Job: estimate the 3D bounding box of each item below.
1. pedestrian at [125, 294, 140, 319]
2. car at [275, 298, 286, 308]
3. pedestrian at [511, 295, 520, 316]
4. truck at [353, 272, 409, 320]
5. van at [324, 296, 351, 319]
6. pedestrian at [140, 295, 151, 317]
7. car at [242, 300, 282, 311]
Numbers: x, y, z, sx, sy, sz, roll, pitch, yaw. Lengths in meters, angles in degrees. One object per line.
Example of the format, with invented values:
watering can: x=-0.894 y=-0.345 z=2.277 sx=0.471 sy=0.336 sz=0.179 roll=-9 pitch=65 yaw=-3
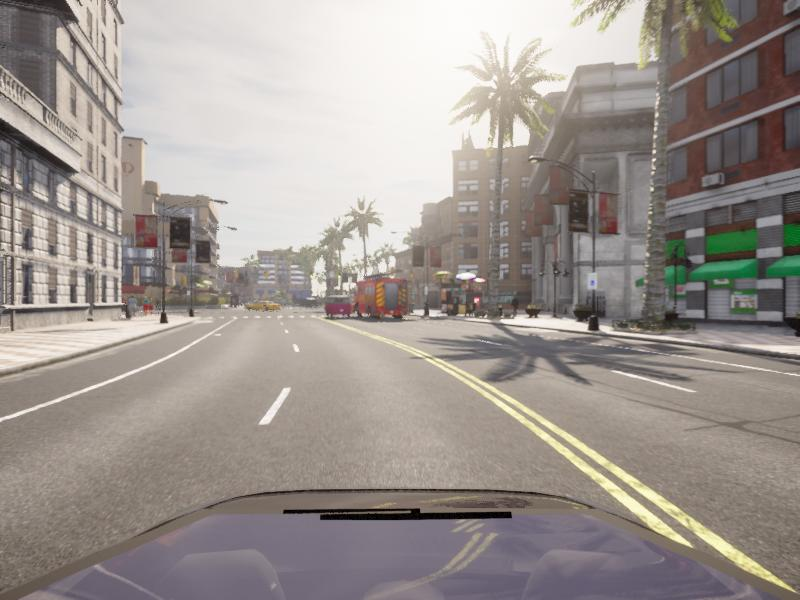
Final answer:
pedestrian: x=-20.163 y=0.502 z=30.151 sx=0.751 sy=1.860 sz=0.751 roll=0 pitch=0 yaw=-21
car: x=-26.174 y=0.606 z=87.245 sx=2.150 sy=2.045 sz=5.566 roll=0 pitch=0 yaw=-18
pedestrian: x=10.177 y=0.498 z=35.218 sx=0.751 sy=1.860 sz=0.751 roll=0 pitch=0 yaw=17
truck: x=-1.975 y=-0.308 z=36.583 sx=2.891 sy=3.827 sz=8.468 roll=0 pitch=0 yaw=-18
van: x=-5.800 y=0.613 z=36.962 sx=1.775 sy=1.987 sz=4.442 roll=0 pitch=0 yaw=-18
pedestrian: x=-22.342 y=0.505 z=35.146 sx=0.751 sy=1.860 sz=0.751 roll=0 pitch=0 yaw=-28
car: x=-20.068 y=0.828 z=58.244 sx=5.366 sy=1.575 sz=1.801 roll=0 pitch=0 yaw=16
